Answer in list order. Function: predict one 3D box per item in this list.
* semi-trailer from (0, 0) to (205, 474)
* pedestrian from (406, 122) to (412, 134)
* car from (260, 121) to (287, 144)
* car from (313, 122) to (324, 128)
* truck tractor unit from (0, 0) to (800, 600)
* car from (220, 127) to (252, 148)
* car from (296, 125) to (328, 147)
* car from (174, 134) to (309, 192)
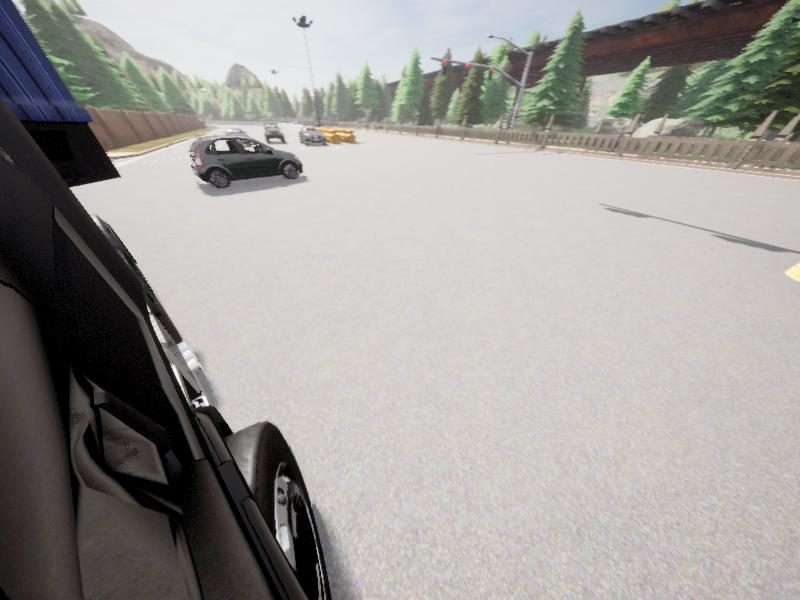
[{"bbox_3d":[-10.116,-0.946,0.829,14.254,4.402,2.717,-2,37,-4],"label":"semi-trailer"},{"bbox_3d":[1.879,-35.599,47.769,0.751,1.860,0.751,-16,41,-21],"label":"pedestrian"},{"bbox_3d":[-14.147,-18.736,25.816,1.905,1.878,3.866,-17,41,-22],"label":"car"},{"bbox_3d":[-25.717,-55.151,72.920,1.837,1.490,4.892,-20,42,-25],"label":"car"},{"bbox_3d":[-2.645,-0.295,0.351,6.516,4.208,3.053,28,43,30],"label":"truck tractor unit"},{"bbox_3d":[-15.880,-15.921,22.560,1.994,1.385,4.181,-17,41,-22],"label":"car"},{"bbox_3d":[-9.559,-17.789,24.931,2.152,1.651,5.027,-17,41,-22],"label":"car"},{"bbox_3d":[-6.253,-5.818,9.552,3.988,1.617,1.851,-29,47,-33],"label":"car"}]
